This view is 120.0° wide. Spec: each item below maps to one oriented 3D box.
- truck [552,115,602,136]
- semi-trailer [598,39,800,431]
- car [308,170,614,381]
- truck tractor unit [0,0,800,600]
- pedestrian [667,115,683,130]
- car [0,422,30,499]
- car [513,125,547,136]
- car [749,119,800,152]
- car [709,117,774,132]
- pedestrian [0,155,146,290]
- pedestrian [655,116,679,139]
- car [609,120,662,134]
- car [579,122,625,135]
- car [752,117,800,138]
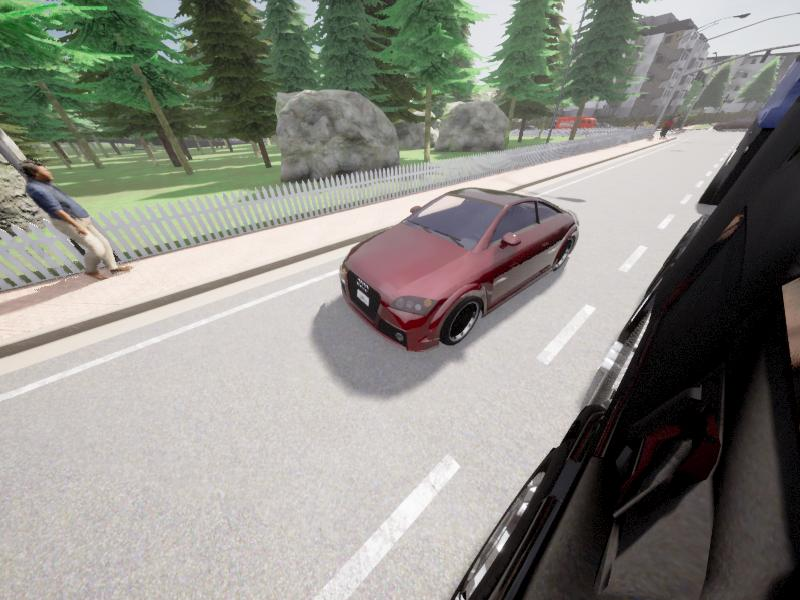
[{"bbox_3d":[27.677,-27.361,36.374,2.627,2.467,5.204,-26,43,-28],"label":"truck"},{"bbox_3d":[8.708,-3.601,4.214,14.254,4.402,2.717,-28,44,-30],"label":"semi-trailer"},{"bbox_3d":[1.113,-0.949,3.698,4.181,1.385,1.994,-26,43,-28],"label":"car"},{"bbox_3d":[2.645,-0.295,0.351,6.516,4.208,3.053,-28,44,-30],"label":"truck tractor unit"},{"bbox_3d":[44.727,-28.901,37.572,0.751,1.860,0.751,-23,41,-25],"label":"pedestrian"},{"bbox_3d":[-4.470,1.841,0.127,3.988,1.617,1.851,-27,43,-29],"label":"car"},{"bbox_3d":[23.190,-30.318,41.422,1.837,1.490,4.892,-26,43,-28],"label":"car"},{"bbox_3d":[25.924,-11.248,15.707,5.366,1.575,1.801,-28,43,-29],"label":"car"},{"bbox_3d":[45.901,-23.682,31.164,1.812,1.442,4.674,-26,43,-28],"label":"car"},{"bbox_3d":[-5.328,-1.239,3.789,0.751,1.860,0.751,-28,43,-29],"label":"pedestrian"},{"bbox_3d":[27.553,-17.808,23.840,0.751,1.860,0.751,-22,41,-24],"label":"pedestrian"},{"bbox_3d":[36.768,-27.107,36.201,1.801,1.575,5.366,-26,43,-28],"label":"car"},{"bbox_3d":[31.964,-27.227,36.725,2.128,1.511,4.902,-26,43,-28],"label":"car"},{"bbox_3d":[37.891,-16.723,22.345,4.792,1.488,2.163,-11,37,-11],"label":"car"}]
